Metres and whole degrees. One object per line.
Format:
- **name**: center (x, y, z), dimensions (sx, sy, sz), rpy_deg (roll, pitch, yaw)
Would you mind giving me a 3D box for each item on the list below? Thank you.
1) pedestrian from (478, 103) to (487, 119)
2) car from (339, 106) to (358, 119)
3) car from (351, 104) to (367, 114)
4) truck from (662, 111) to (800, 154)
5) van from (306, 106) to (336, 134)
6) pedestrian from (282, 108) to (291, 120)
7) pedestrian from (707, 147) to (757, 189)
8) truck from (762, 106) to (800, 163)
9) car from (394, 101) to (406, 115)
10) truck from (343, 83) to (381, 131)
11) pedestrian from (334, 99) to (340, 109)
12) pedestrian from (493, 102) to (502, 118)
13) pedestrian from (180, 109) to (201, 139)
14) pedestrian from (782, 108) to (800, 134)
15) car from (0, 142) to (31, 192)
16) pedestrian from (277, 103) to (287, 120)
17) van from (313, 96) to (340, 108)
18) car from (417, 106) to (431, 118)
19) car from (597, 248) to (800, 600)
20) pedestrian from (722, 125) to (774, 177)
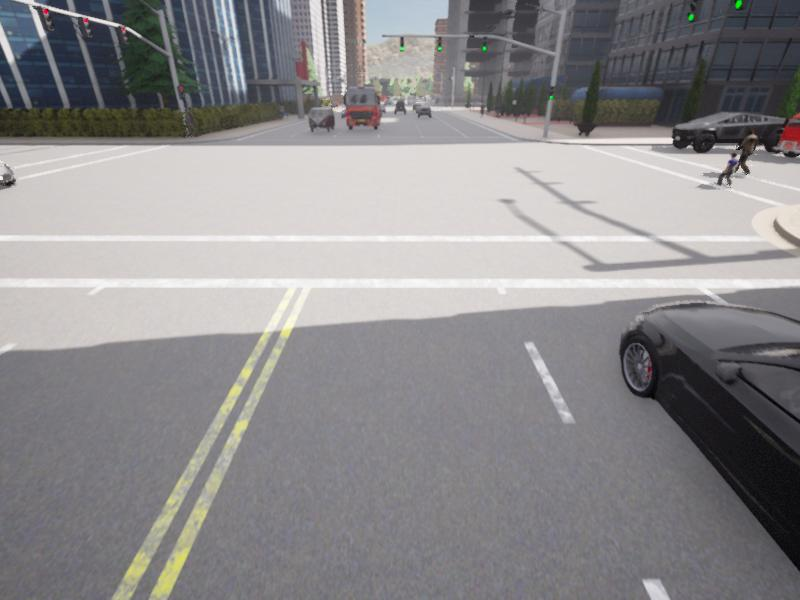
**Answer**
- **pedestrian**: center (10.463, -24.067, 50.880), dimensions (0.751, 1.860, 0.751), rpy_deg (-2, 27, -3)
- **car**: center (-6.962, -25.499, 54.469), dimensions (1.970, 1.475, 3.806), rpy_deg (0, 27, 0)
- **car**: center (-6.954, -32.641, 68.406), dimensions (2.033, 1.411, 5.357), rpy_deg (0, 27, 0)
- **truck**: center (19.344, -9.746, 23.207), dimensions (6.274, 2.098, 2.390), rpy_deg (0, 27, 1)
- **van**: center (-6.975, -16.127, 35.722), dimensions (1.775, 1.987, 4.442), rpy_deg (0, 27, 0)
- **pedestrian**: center (-13.791, -22.652, 48.753), dimensions (0.751, 1.300, 0.751), rpy_deg (2, 27, 4)
- **pedestrian**: center (11.744, -4.681, 14.197), dimensions (0.751, 1.300, 0.751), rpy_deg (0, 27, -1)
- **truck**: center (22.246, -8.289, 19.970), dimensions (5.204, 2.467, 2.627), rpy_deg (0, 27, 1)
- **car**: center (0.048, -32.124, 66.895), dimensions (1.905, 1.878, 3.866), rpy_deg (0, 27, 0)
- **truck**: center (-3.479, -19.042, 39.371), dimensions (2.891, 3.827, 8.468), rpy_deg (0, 27, 0)
- **pedestrian**: center (-13.579, -42.325, 86.324), dimensions (0.751, 1.860, 0.751), rpy_deg (11, 29, 20)
- **pedestrian**: center (12.708, -24.748, 52.202), dimensions (0.751, 1.860, 0.751), rpy_deg (-7, 28, -14)
- **pedestrian**: center (-14.883, -12.522, 28.479), dimensions (0.751, 1.860, 0.751), rpy_deg (-3, 27, -6)
- **pedestrian**: center (31.345, -14.211, 31.701), dimensions (0.751, 1.860, 0.751), rpy_deg (-3, 27, -6)
- **car**: center (-15.513, -4.580, 13.812), dimensions (3.633, 1.501, 1.845), rpy_deg (4, 27, 8)
- **pedestrian**: center (-14.141, -22.598, 48.036), dimensions (0.751, 1.860, 0.751), rpy_deg (0, 27, 1)
- **van**: center (-17.601, -47.463, 95.895), dimensions (5.915, 2.561, 1.988), rpy_deg (0, 27, 0)
- **car**: center (3.454, -27.119, 57.588), dimensions (1.837, 1.490, 4.892), rpy_deg (1, 27, 1)
- **car**: center (3.501, 1.112, 2.852), dimensions (1.812, 1.442, 4.674), rpy_deg (0, 27, 0)
- **pedestrian**: center (14.073, -6.040, 16.223), dimensions (0.751, 1.860, 0.751), rpy_deg (-6, 28, -11)
